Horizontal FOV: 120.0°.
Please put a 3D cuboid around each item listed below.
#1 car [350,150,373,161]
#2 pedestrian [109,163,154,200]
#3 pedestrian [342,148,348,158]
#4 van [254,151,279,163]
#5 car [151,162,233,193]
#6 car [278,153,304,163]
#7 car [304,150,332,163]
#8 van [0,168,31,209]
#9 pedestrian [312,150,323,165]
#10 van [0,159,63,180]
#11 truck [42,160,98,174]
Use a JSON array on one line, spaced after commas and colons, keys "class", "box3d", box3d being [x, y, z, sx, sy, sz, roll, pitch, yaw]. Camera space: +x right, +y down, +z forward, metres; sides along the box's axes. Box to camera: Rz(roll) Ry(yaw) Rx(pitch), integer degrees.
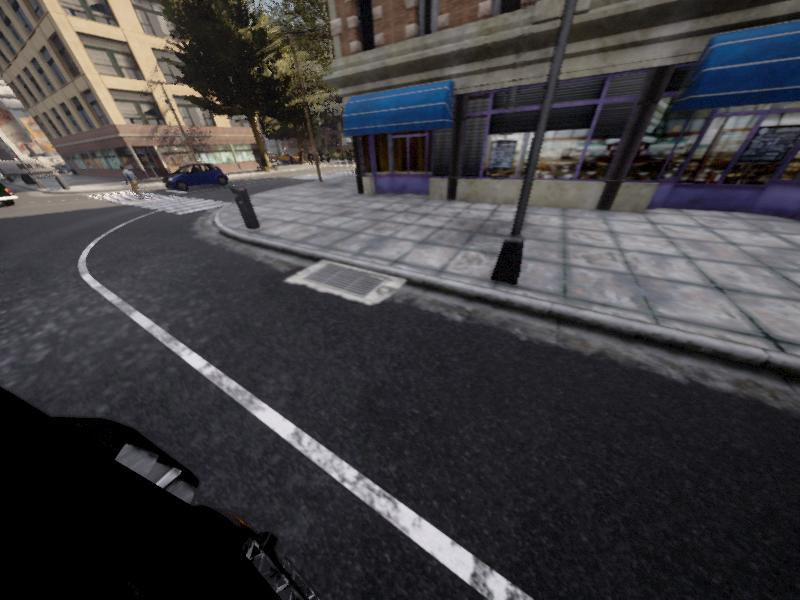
[{"class": "car", "box3d": [-7.099, -26.588, 42.445, 3.988, 1.617, 1.851, 22, 41, 32]}, {"class": "pedestrian", "box3d": [-16.053, -7.086, 13.882, 0.751, 1.860, 0.751, 2, 34, 7]}, {"class": "pedestrian", "box3d": [-12.642, -33.917, 53.191, 0.751, 1.860, 0.751, 15, 38, 25]}, {"class": "van", "box3d": [-29.076, -31.056, 50.310, 4.480, 2.038, 2.069, 16, 38, 26]}, {"class": "car", "box3d": [-15.677, -9.456, 17.644, 1.851, 1.617, 3.988, 18, 39, 28]}, {"class": "car", "box3d": [-22.273, -28.895, 47.050, 5.008, 1.535, 1.882, 16, 38, 26]}, {"class": "car", "box3d": [-15.436, -27.069, 43.530, 4.605, 1.855, 1.932, 16, 38, 26]}, {"class": "van", "box3d": [-25.846, -6.433, 13.516, 4.480, 2.038, 2.069, 1, 34, 6]}, {"class": "pedestrian", "box3d": [-12.145, -21.021, 34.009, 0.751, 1.860, 0.751, 10, 36, 18]}, {"class": "van", "box3d": [-64.260, -22.722, 40.042, 1.988, 2.561, 5.915, 16, 38, 26]}, {"class": "truck", "box3d": [-70.113, -28.355, 49.264, 2.390, 2.098, 6.274, 16, 38, 26]}]
